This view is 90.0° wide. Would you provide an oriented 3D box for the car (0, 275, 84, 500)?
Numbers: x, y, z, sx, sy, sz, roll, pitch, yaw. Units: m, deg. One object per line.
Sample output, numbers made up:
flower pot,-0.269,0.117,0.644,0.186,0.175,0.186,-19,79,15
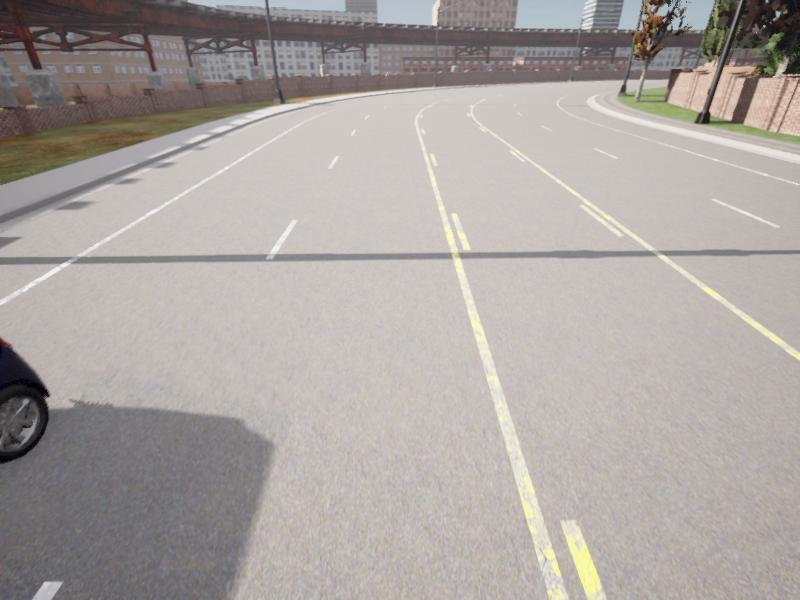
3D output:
car,-4.114,1.372,2.114,1.845,1.501,3.633,0,31,0
